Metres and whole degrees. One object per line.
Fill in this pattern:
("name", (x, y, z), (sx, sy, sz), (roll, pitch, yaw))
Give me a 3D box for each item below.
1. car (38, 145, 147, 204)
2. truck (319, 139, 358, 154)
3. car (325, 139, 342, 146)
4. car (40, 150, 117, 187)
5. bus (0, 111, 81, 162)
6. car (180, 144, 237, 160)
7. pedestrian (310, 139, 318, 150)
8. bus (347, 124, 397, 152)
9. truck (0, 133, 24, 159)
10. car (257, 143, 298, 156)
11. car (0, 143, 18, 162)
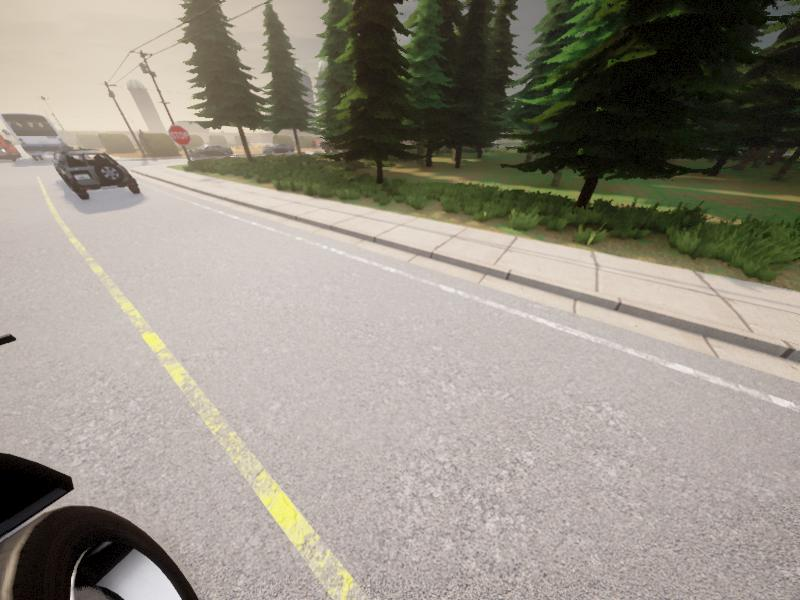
("car", (-14.097, -5.910, 10.595), (4.605, 1.855, 1.932), (23, 41, 29))
("truck", (-10.471, -26.707, 40.048), (2.390, 2.098, 6.274), (21, 40, 27))
("car", (-20.725, -49.112, 72.058), (4.553, 1.767, 2.097), (21, 40, 26))
("car", (-19.322, -8.042, 13.900), (4.514, 1.525, 2.007), (25, 42, 31))
("bus", (-43.326, -19.379, 27.504), (10.273, 4.253, 3.944), (23, 41, 29))
("car", (-23.844, -18.668, 29.053), (2.128, 1.511, 4.902), (21, 40, 27))
("pedestrian", (-16.815, -30.418, 45.171), (0.751, 1.860, 0.751), (15, 38, 20))
("bus", (-5.170, -32.230, 46.061), (3.944, 4.253, 10.273), (21, 40, 27))
("truck", (-48.466, -18.440, 27.685), (5.204, 2.467, 2.627), (23, 41, 29))
("car", (-18.641, -23.107, 35.393), (2.128, 1.511, 4.902), (21, 40, 27))
("car", (-42.936, -15.694, 24.565), (3.988, 1.617, 1.851), (23, 41, 29))
